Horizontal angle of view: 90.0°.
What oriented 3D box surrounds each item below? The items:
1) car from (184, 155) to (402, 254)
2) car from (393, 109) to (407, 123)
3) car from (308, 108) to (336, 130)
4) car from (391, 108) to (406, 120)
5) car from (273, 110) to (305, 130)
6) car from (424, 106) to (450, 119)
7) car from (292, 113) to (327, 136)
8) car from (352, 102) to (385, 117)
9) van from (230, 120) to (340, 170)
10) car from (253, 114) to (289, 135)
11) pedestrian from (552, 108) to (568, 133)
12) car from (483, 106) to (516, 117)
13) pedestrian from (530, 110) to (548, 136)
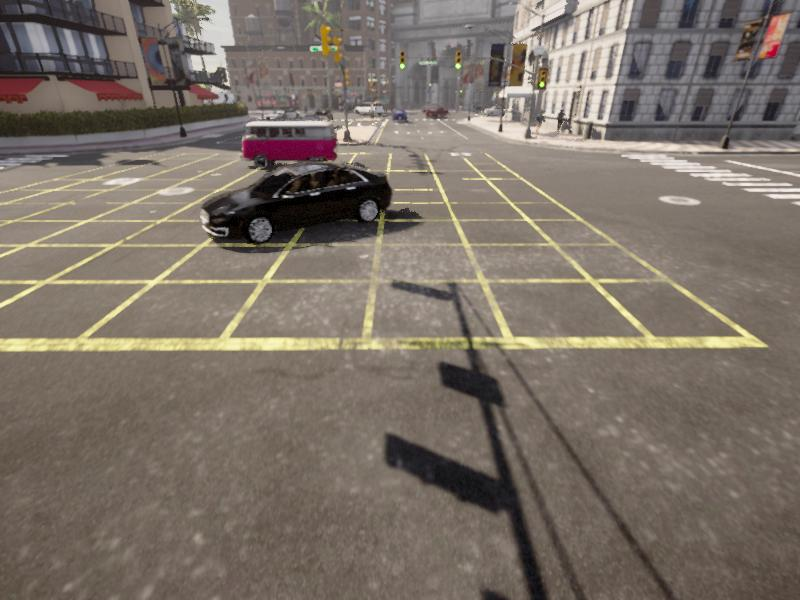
[{"bbox_3d":[-2.461,-2.642,10.193,4.892,1.490,1.837,-18,31,-31],"label":"car"},{"bbox_3d":[-0.005,-23.623,51.256,1.812,1.442,4.674,0,27,0],"label":"car"},{"bbox_3d":[-7.998,-18.742,41.254,1.932,1.855,4.605,0,27,0],"label":"car"},{"bbox_3d":[-0.211,-26.977,57.975,1.895,1.301,4.718,-2,27,-3],"label":"car"},{"bbox_3d":[-11.498,-18.913,41.857,1.930,1.638,5.238,0,27,0],"label":"car"},{"bbox_3d":[5.530,-27.577,58.870,1.882,1.535,5.008,14,31,26],"label":"car"},{"bbox_3d":[-7.994,-15.741,35.769,2.038,1.542,4.974,0,27,0],"label":"car"},{"bbox_3d":[-5.205,-31.563,66.132,5.566,2.045,2.150,23,35,37],"label":"car"},{"bbox_3d":[-5.208,-7.253,18.674,4.442,1.987,1.775,0,27,0],"label":"van"},{"bbox_3d":[-11.490,-15.794,35.939,1.970,1.475,3.806,0,27,0],"label":"car"},{"bbox_3d":[13.617,-15.268,34.052,0.751,1.860,0.751,1,27,2],"label":"pedestrian"},{"bbox_3d":[15.906,-30.288,64.247,4.674,1.442,1.812,0,27,0],"label":"car"},{"bbox_3d":[10.808,-13.776,31.140,0.751,1.860,0.751,-4,27,-7],"label":"pedestrian"}]
